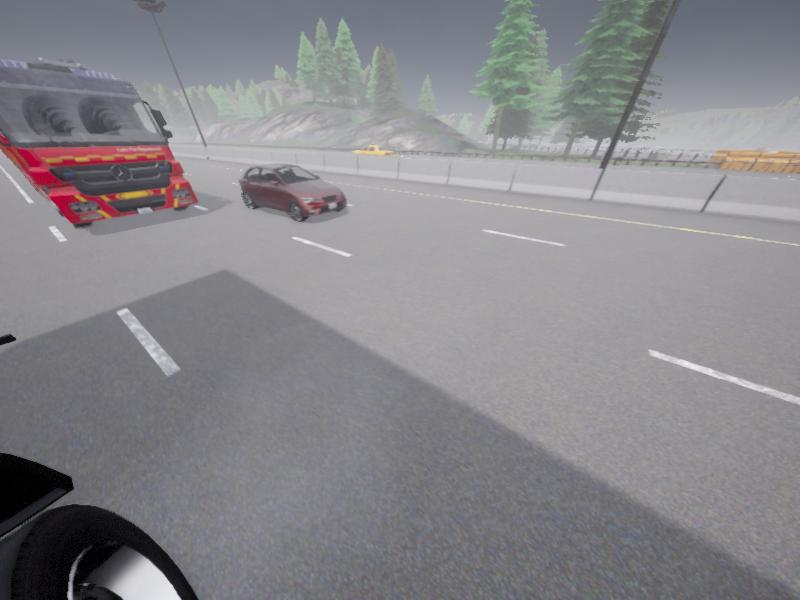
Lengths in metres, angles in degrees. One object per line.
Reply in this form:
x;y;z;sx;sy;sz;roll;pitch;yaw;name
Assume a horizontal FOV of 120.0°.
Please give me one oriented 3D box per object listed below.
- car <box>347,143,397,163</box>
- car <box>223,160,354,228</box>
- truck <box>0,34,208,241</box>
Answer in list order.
-3.033;-15.779;24.771;5.366;1.575;1.801;21;40;27;car
-3.860;-3.889;8.078;4.193;1.474;1.816;21;40;27;car
-10.935;-5.160;7.798;8.468;3.827;2.891;21;40;27;truck
